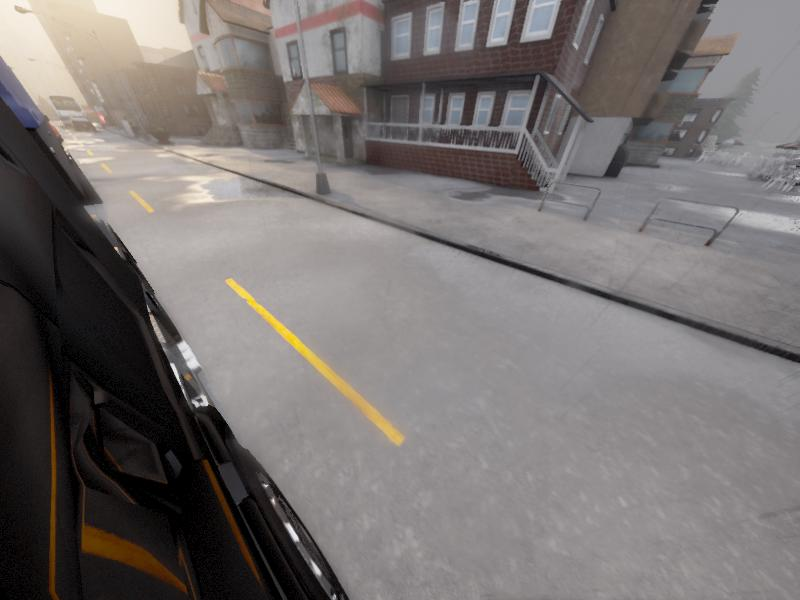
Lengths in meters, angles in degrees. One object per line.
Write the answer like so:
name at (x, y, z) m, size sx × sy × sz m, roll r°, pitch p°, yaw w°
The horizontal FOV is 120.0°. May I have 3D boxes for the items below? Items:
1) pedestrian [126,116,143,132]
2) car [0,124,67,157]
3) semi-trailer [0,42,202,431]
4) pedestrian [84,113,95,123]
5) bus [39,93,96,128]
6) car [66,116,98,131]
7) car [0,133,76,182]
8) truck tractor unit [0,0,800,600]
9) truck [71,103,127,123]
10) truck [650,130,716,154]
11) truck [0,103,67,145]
pedestrian at (-39.776, -26.416, 34.608) m, size 0.751 × 1.860 × 0.751 m, roll 19°, pitch 40°, yaw 20°
car at (-22.850, -9.927, 14.302) m, size 4.181 × 1.385 × 1.994 m, roll 28°, pitch 44°, yaw 30°
semi-trailer at (-8.704, -3.605, 4.217) m, size 14.254 × 4.402 × 2.717 m, roll 28°, pitch 44°, yaw 30°
pedestrian at (-76.435, -44.800, 56.794) m, size 0.751 × 1.860 × 0.751 m, roll 25°, pitch 42°, yaw 27°
bus at (-59.350, -33.669, 41.259) m, size 10.273 × 4.253 × 3.944 m, roll 28°, pitch 44°, yaw 30°
car at (-46.579, -25.863, 33.832) m, size 5.238 × 1.638 × 1.930 m, roll 28°, pitch 44°, yaw 30°
car at (-15.925, -6.194, 9.830) m, size 4.718 × 1.301 × 1.895 m, roll 28°, pitch 44°, yaw 30°
truck tractor unit at (-2.645, -0.295, 0.351) m, size 6.516 × 4.208 × 3.053 m, roll 28°, pitch 44°, yaw 30°
truck at (-82.608, -51.347, 63.723) m, size 2.891 × 3.827 × 8.468 m, roll 28°, pitch 44°, yaw 30°
truck at (63.260, -35.678, 52.116) m, size 8.468 × 3.827 × 2.891 m, roll 28°, pitch 44°, yaw 30°
truck at (-30.244, -14.339, 18.791) m, size 5.204 × 2.467 × 2.627 m, roll 28°, pitch 44°, yaw 30°
